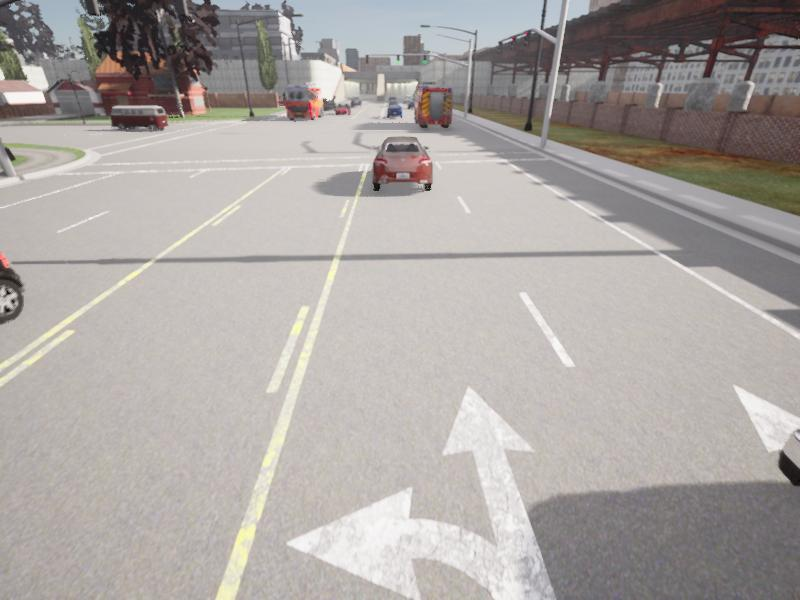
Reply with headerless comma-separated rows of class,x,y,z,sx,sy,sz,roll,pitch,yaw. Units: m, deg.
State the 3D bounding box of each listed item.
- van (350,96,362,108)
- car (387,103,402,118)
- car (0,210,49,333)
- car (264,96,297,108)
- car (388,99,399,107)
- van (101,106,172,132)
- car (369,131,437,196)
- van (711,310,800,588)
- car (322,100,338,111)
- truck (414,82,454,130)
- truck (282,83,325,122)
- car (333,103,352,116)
van,-8.244,-37.399,75.592,1.775,1.987,4.442,-1,28,-1
car,-0.693,-24.553,51.820,1.882,1.535,5.008,-1,28,-1
car,-6.632,0.211,4.573,1.789,1.549,3.705,-1,27,-1
car,-23.221,-38.770,78.135,5.566,2.045,2.150,-1,28,-1
car,-1.360,-39.874,80.879,2.033,1.411,5.357,-1,28,-1
van,-22.846,-15.803,34.857,4.442,1.987,1.775,-1,28,-2
car,0.069,-5.397,15.369,2.152,1.651,5.027,0,27,-1
van,3.997,1.962,0.174,2.351,2.431,6.366,-1,27,-1
car,-11.528,-32.206,66.309,1.837,1.490,4.892,-1,28,-1
truck,3.148,-19.240,39.346,2.891,3.827,8.468,-1,28,-2
truck,-11.077,-23.210,46.848,2.891,3.827,8.468,0,28,-1
car,-7.759,-26.106,54.768,2.007,1.525,4.514,-1,28,-1
